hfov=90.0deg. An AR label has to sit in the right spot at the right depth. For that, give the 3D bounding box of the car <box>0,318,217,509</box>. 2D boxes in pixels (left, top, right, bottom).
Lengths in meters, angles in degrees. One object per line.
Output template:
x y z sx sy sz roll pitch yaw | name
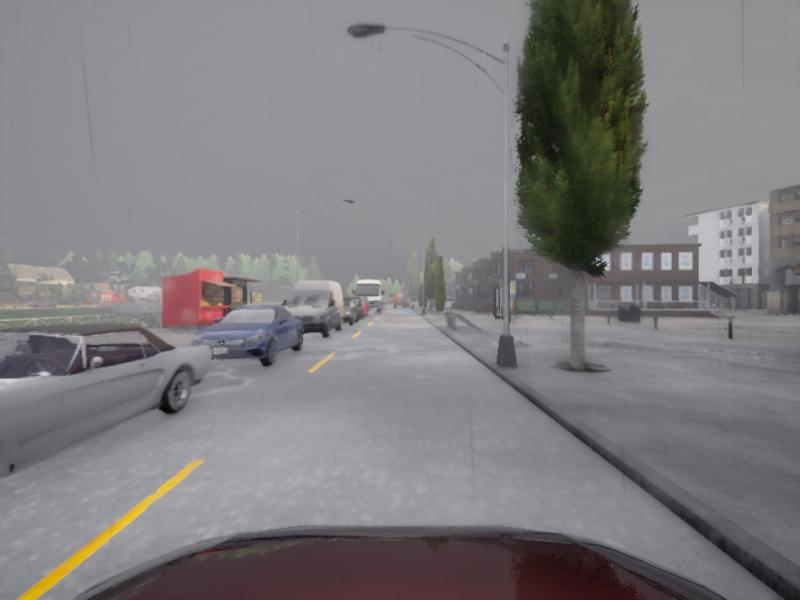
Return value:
-4.000 0.946 4.311 1.895 1.301 4.718 0 0 0 | car

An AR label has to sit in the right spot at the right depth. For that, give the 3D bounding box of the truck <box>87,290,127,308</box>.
-65.683 -0.289 89.992 2.891 3.827 8.468 0 0 0 | truck

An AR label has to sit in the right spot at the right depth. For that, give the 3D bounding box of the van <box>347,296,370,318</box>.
-4.004 0.614 38.941 1.775 1.987 4.442 0 0 0 | van

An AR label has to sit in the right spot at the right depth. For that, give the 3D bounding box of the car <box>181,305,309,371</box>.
-4.001 0.874 11.280 1.812 1.442 4.674 0 0 0 | car

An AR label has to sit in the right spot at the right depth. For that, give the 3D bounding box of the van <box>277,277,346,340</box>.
-4.007 0.330 19.164 1.988 2.561 5.915 0 0 0 | van

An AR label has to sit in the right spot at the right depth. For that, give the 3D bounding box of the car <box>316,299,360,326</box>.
-4.001 0.767 26.759 2.242 1.667 4.611 0 0 0 | car

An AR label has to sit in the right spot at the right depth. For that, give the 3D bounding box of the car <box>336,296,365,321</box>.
-4.005 0.659 33.056 1.905 1.878 3.866 0 0 0 | car

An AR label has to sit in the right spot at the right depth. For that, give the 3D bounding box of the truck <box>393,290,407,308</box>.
-0.003 -0.290 89.087 2.891 3.827 8.468 0 0 0 | truck

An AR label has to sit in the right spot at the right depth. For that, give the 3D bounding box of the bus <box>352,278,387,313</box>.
-3.885 -0.513 54.120 3.944 4.253 10.273 0 0 0 | bus
